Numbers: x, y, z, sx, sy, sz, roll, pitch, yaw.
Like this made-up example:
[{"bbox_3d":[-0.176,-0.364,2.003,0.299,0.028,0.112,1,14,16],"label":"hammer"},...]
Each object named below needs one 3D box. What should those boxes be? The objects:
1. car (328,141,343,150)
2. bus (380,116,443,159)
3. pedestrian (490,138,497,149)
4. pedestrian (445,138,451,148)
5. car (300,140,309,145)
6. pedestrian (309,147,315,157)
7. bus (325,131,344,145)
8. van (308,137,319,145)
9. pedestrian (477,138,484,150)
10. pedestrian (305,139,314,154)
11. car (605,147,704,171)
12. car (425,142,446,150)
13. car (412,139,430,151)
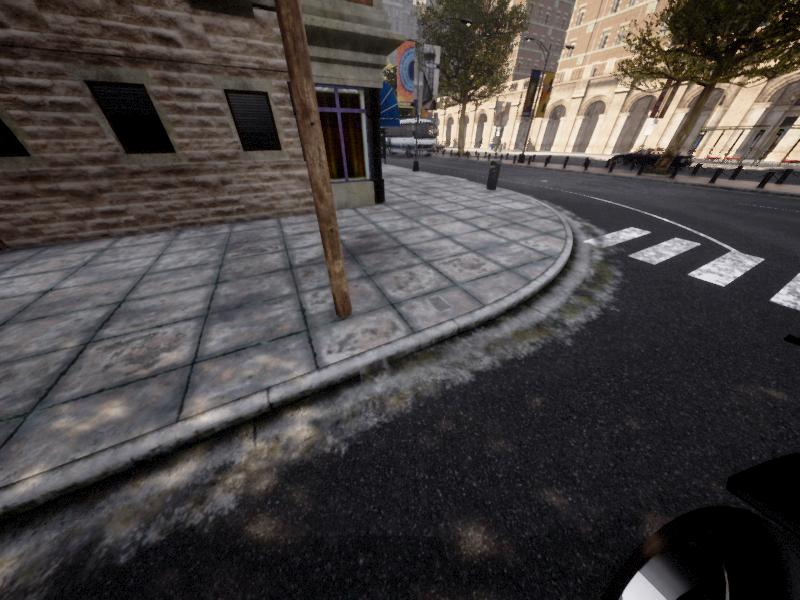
[{"bbox_3d":[-14.511,-34.573,51.757,2.007,1.525,4.514,-16,38,-21],"label":"car"},{"bbox_3d":[1.112,-22.410,32.022,3.944,4.253,10.273,-16,38,-21],"label":"bus"},{"bbox_3d":[18.960,-31.738,46.906,0.751,1.860,0.751,-16,38,-21],"label":"pedestrian"},{"bbox_3d":[11.645,-38.133,56.032,0.751,1.860,0.751,-16,38,-22],"label":"pedestrian"},{"bbox_3d":[-35.764,-58.675,86.226,2.033,1.411,5.357,-16,38,-21],"label":"car"},{"bbox_3d":[-11.779,-19.839,30.890,0.500,1.100,0.500,-17,38,-22],"label":"pedestrian"},{"bbox_3d":[-25.275,-62.445,89.023,3.944,4.253,10.273,-16,38,-21],"label":"bus"},{"bbox_3d":[-32.849,-60.251,87.545,2.351,2.431,6.366,-16,38,-21],"label":"van"},{"bbox_3d":[15.891,-31.000,45.879,0.751,1.860,0.751,-6,36,-8],"label":"pedestrian"},{"bbox_3d":[-14.207,-24.166,36.389,0.751,1.860,0.751,-18,39,-23],"label":"pedestrian"},{"bbox_3d":[21.716,-12.359,20.094,2.033,1.411,5.357,-16,38,-21],"label":"car"},{"bbox_3d":[7.473,-32.716,49.160,1.895,1.301,4.718,-16,38,-22],"label":"car"},{"bbox_3d":[4.255,-32.463,48.316,1.905,1.878,3.866,-16,38,-21],"label":"car"}]
